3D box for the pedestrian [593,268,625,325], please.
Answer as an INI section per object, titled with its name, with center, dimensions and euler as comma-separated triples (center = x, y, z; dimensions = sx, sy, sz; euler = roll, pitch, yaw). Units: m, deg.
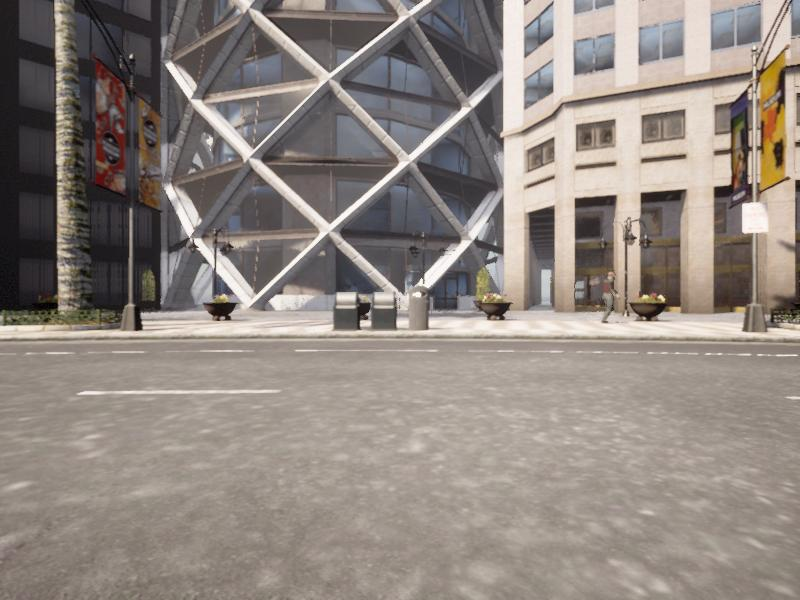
[pedestrian]
center = 7.131, -0.118, 13.664
dimensions = 0.751, 1.860, 0.751
euler = 0, 0, 8
